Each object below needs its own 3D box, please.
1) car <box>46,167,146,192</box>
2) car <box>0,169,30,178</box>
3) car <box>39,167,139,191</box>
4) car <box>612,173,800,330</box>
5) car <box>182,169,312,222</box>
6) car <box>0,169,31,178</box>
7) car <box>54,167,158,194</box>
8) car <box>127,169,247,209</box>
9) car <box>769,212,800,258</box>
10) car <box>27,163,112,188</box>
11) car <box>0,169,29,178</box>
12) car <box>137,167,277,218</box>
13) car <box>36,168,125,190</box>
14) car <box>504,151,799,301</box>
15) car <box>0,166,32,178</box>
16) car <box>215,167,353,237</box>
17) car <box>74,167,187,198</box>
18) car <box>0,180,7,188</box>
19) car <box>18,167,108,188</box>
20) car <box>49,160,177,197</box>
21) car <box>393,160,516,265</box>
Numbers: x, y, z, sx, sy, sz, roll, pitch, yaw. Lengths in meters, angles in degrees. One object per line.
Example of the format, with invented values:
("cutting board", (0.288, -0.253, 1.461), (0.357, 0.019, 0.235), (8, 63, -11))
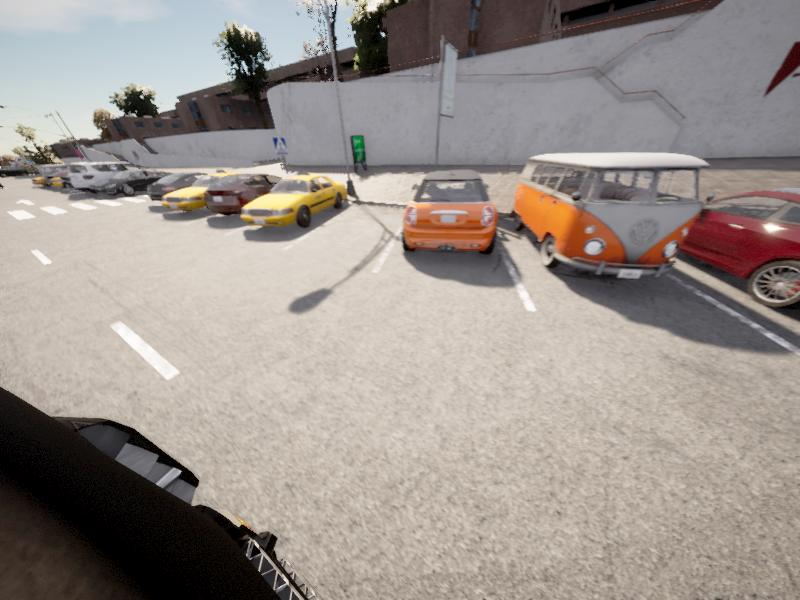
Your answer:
("car", (-27.001, -10.951, 20.878), (2.231, 1.521, 4.892), (4, 33, 10))
("car", (-87.654, -28.233, 51.623), (2.002, 1.452, 4.674), (3, 32, 10))
("car", (-29.545, -11.797, 22.337), (1.946, 1.575, 5.366), (4, 33, 10))
("car", (6.534, -1.177, 4.039), (2.002, 1.452, 4.674), (4, 33, 10))
("car", (-6.364, -4.962, 10.542), (2.163, 1.488, 4.792), (4, 33, 9))
("car", (-85.090, -27.552, 50.280), (2.002, 1.452, 4.674), (3, 32, 10))
("car", (-24.413, -10.216, 19.582), (2.097, 1.535, 5.008), (4, 33, 9))
("car", (-11.527, -6.444, 13.108), (2.002, 1.452, 4.674), (4, 33, 9))
("car", (9.119, -0.460, 2.760), (2.163, 1.488, 4.792), (4, 33, 10))
("car", (-34.758, -13.300, 24.573), (1.878, 1.987, 4.442), (4, 33, 9))
("car", (-90.261, -28.849, 52.785), (1.946, 1.575, 5.366), (3, 32, 10))
("car", (-8.977, -5.630, 11.639), (1.946, 1.575, 5.366), (4, 33, 9))
("car", (-32.152, -12.425, 23.529), (2.163, 1.488, 4.792), (4, 33, 10))
("car", (3.939, -2.082, 5.100), (1.878, 1.987, 4.442), (5, 33, 9))
("car", (-82.545, -27.037, 48.703), (1.878, 1.987, 4.442), (3, 32, 10))
("car", (-3.817, -4.118, 9.053), (1.946, 1.575, 5.366), (5, 33, 9))
("car", (-19.253, -8.728, 16.985), (2.231, 1.521, 4.892), (4, 33, 9))
("car", (-46.687, -13.388, 25.936), (3.633, 1.501, 1.845), (16, 38, 26))
("car", (-37.341, -13.815, 25.941), (1.946, 1.575, 5.366), (4, 33, 9))
("car", (-21.847, -9.699, 18.168), (2.435, 2.045, 5.566), (4, 33, 10))
("car", (1.363, -2.797, 6.527), (2.185, 1.767, 4.553), (4, 33, 9))
